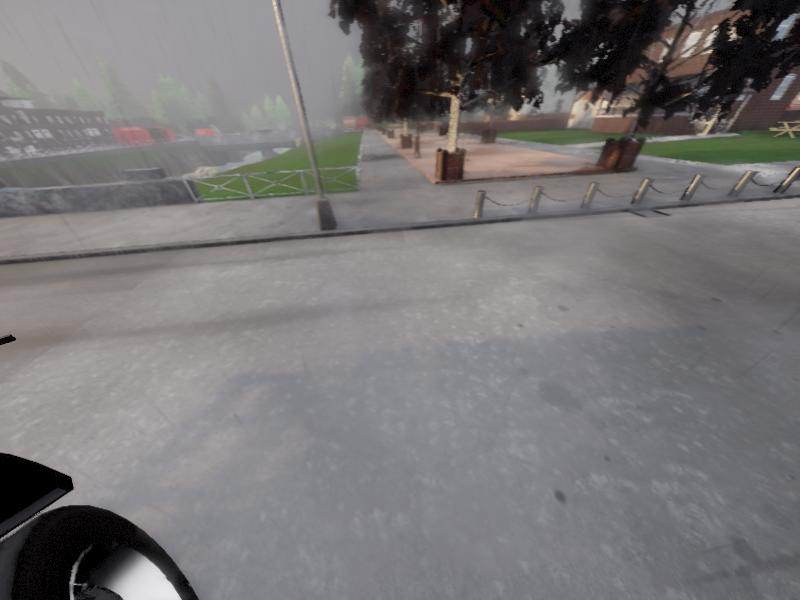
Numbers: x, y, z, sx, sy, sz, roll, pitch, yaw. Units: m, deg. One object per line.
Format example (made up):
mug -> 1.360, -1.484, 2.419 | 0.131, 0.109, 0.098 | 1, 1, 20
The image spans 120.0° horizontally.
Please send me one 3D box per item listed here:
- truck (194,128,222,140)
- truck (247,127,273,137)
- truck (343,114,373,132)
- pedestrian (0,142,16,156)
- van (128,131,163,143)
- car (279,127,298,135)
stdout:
truck -> -56.614, -49.026, 68.150 | 5.204, 2.467, 2.627 | -6, 38, -4
truck -> -43.716, -52.710, 72.336 | 6.274, 2.098, 2.390 | -6, 38, -4
truck -> -12.820, -54.157, 70.772 | 8.468, 3.827, 2.891 | -6, 38, -4
pedestrian -> -63.924, -24.330, 37.285 | 0.751, 1.860, 0.751 | -6, 38, -4
van -> -73.611, -47.226, 66.980 | 6.366, 2.431, 2.351 | -6, 38, -4
car -> -35.132, -53.521, 73.002 | 4.605, 1.855, 1.932 | -6, 38, -4
